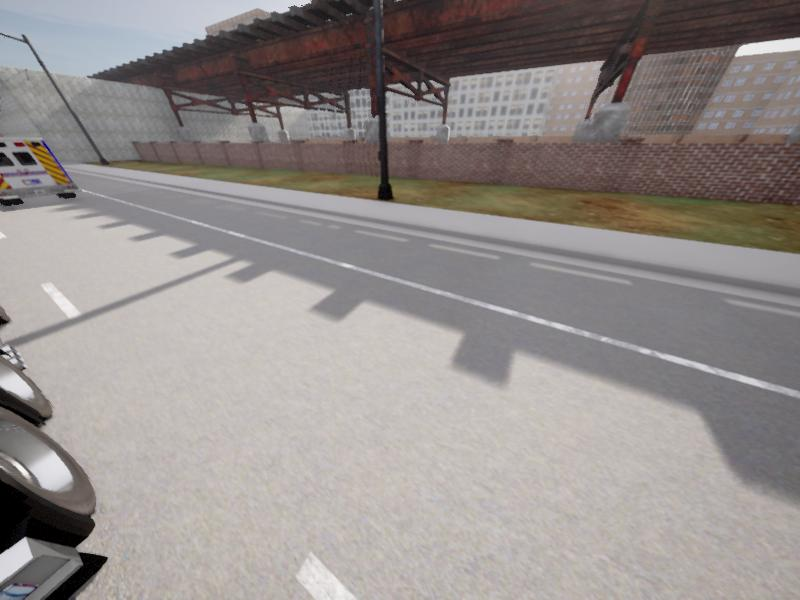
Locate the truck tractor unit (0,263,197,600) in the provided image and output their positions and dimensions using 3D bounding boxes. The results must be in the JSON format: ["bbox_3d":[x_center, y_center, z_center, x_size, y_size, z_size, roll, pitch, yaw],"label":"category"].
[{"bbox_3d":[-5.115,-0.295,0.787,6.516,4.208,3.053,18,39,24],"label":"truck tractor unit"}]

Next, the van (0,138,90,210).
[{"bbox_3d":[-18.246,-6.135,10.890,6.366,2.431,2.351,18,39,24],"label":"van"}]
